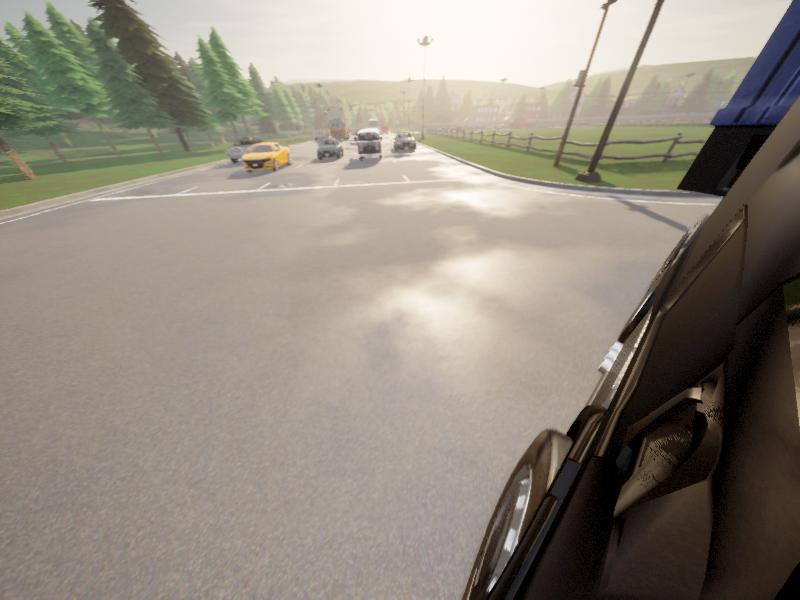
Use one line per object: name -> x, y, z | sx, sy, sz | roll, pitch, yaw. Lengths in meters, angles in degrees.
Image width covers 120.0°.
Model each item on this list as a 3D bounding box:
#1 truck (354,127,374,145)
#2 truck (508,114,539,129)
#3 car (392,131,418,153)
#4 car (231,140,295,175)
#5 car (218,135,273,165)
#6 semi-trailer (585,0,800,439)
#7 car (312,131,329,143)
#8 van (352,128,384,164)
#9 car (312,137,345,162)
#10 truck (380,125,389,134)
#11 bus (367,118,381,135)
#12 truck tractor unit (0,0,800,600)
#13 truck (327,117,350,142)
truck -> -5.961, -26.878, 37.722 | 2.390, 2.098, 6.274 | -10, 38, -10
truck -> 42.981, -62.368, 80.847 | 8.468, 3.827, 2.891 | -5, 37, -3
car -> 0.436, -16.898, 24.556 | 2.242, 1.667, 4.611 | -4, 37, -3
car -> -9.105, -9.947, 15.938 | 1.882, 1.535, 5.008 | -5, 37, -4
car -> -13.112, -13.116, 20.044 | 1.932, 1.855, 4.605 | -4, 37, -3
semi-trailer -> 9.734, -2.544, 2.820 | 14.254, 4.402, 2.717 | -14, 38, -15
car -> -15.924, -33.004, 46.710 | 2.152, 1.651, 5.027 | -4, 37, -3
van -> -2.443, -12.502, 18.566 | 2.069, 2.038, 4.480 | -4, 38, -3
car -> -6.090, -13.176, 20.115 | 1.816, 1.474, 4.193 | -4, 37, -3
truck -> -5.255, -57.487, 77.880 | 2.627, 2.467, 5.204 | -4, 37, -3
bus -> -9.071, -60.955, 81.172 | 3.944, 4.253, 10.273 | -4, 37, -3
truck tractor unit -> 2.645, -0.295, 0.351 | 6.516, 4.208, 3.053 | -28, 44, -30
truck -> -12.709, -35.801, 48.427 | 2.891, 3.827, 8.468 | -4, 37, -3
